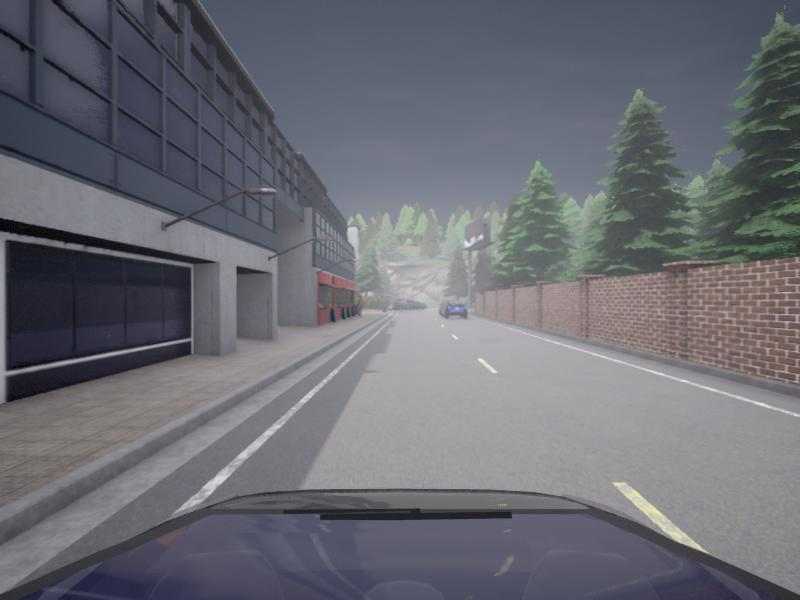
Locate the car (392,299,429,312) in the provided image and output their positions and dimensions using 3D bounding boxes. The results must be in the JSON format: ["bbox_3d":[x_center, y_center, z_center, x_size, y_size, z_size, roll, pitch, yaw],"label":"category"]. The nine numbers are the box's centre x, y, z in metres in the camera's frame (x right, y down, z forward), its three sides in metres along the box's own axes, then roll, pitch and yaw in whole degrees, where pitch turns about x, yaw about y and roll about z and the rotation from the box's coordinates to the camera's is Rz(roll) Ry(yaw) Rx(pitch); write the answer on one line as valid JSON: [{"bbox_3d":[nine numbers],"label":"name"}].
[{"bbox_3d":[1.437,0.691,54.977,4.611,1.667,2.242,0,0,-26],"label":"car"}]

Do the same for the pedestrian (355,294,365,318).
[{"bbox_3d":[-3.072,0.461,30.909,0.751,1.860,0.751,0,0,0],"label":"pedestrian"}]

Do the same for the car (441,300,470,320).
[{"bbox_3d":[4.659,0.802,34.225,2.007,1.525,4.514,0,0,2],"label":"car"}]
